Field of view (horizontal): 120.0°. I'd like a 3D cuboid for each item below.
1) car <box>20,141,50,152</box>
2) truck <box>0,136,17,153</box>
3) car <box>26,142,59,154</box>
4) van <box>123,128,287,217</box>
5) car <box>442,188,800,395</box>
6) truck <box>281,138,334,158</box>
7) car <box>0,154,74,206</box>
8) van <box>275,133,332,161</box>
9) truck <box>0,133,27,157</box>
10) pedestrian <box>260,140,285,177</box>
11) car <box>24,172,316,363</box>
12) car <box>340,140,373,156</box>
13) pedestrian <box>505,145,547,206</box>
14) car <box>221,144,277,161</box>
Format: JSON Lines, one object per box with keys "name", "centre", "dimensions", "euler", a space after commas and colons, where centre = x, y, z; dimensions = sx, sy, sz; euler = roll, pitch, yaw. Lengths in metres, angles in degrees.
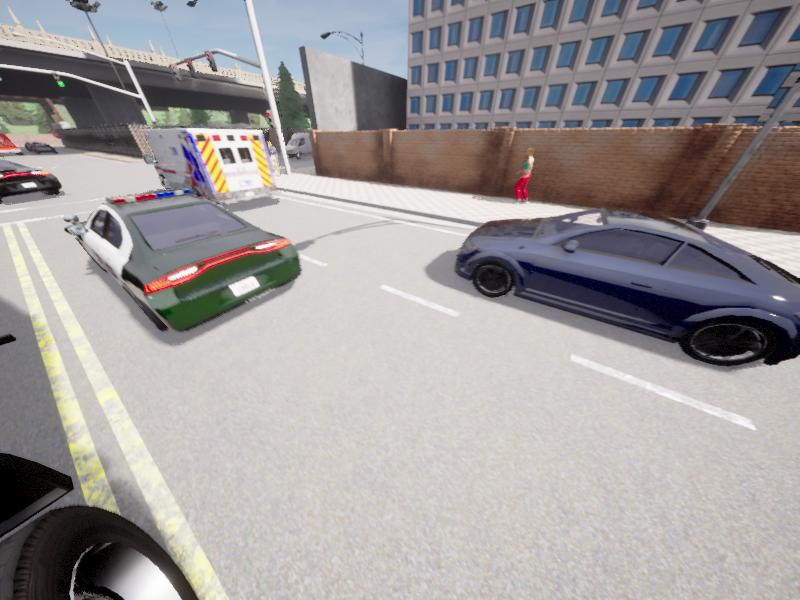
{"name": "car", "centre": [-61.299, -25.762, 38.756], "dimensions": [3.806, 1.475, 1.970], "euler": [21, 40, 27]}
{"name": "truck", "centre": [-63.427, -24.457, 36.267], "dimensions": [6.274, 2.098, 2.390], "euler": [21, 40, 27]}
{"name": "car", "centre": [-53.134, -22.583, 34.314], "dimensions": [4.181, 1.385, 1.994], "euler": [21, 40, 27]}
{"name": "van", "centre": [-7.936, -5.415, 9.425], "dimensions": [6.366, 2.431, 2.351], "euler": [21, 40, 27]}
{"name": "car", "centre": [3.101, -0.684, 3.722], "dimensions": [4.181, 1.385, 1.994], "euler": [21, 40, 27]}
{"name": "truck", "centre": [-12.444, -20.965, 31.648], "dimensions": [2.390, 2.098, 6.274], "euler": [21, 40, 27]}
{"name": "car", "centre": [-17.470, -5.094, 9.624], "dimensions": [4.974, 1.542, 2.038], "euler": [6, 36, 8]}
{"name": "van", "centre": [-11.299, -18.510, 27.792], "dimensions": [1.988, 2.561, 5.915], "euler": [21, 40, 27]}
{"name": "truck", "centre": [-51.836, -20.096, 29.855], "dimensions": [5.204, 2.467, 2.627], "euler": [21, 40, 27]}
{"name": "pedestrian", "centre": [-7.856, -8.715, 14.255], "dimensions": [0.751, 1.860, 0.751], "euler": [-23, 41, -29]}
{"name": "car", "centre": [-4.162, -1.150, 4.186], "dimensions": [4.974, 1.542, 2.038], "euler": [21, 40, 27]}
{"name": "car", "centre": [-6.275, -22.490, 34.128], "dimensions": [2.097, 1.767, 4.553], "euler": [21, 40, 27]}
{"name": "pedestrian", "centre": [4.627, -4.604, 8.566], "dimensions": [0.751, 1.860, 0.751], "euler": [22, 40, 27]}
{"name": "car", "centre": [-16.993, -16.863, 26.313], "dimensions": [1.837, 1.490, 4.892], "euler": [22, 41, 28]}
